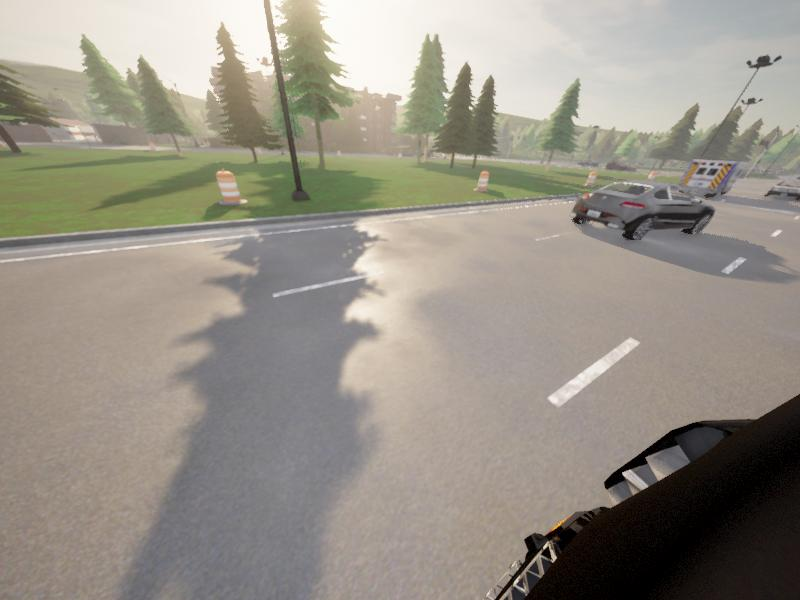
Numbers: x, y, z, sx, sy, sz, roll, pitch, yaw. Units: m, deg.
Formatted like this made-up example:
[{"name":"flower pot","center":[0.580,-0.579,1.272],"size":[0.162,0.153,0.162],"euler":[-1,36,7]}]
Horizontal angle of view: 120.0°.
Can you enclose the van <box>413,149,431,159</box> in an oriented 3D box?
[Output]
[{"name":"van","center":[5.912,-38.908,61.468],"size":[4.442,1.987,1.775],"euler":[-15,38,-26]}]

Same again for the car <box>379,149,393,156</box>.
[{"name":"car","center":[-3.994,-42.655,66.703],"size":[3.705,1.549,1.789],"euler":[-15,38,-26]}]

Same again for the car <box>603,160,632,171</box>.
[{"name":"car","center":[48.451,-29.981,51.586],"size":[1.905,1.878,3.866],"euler":[-15,38,-25]}]

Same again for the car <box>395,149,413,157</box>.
[{"name":"car","center":[1.151,-41.907,65.890],"size":[4.611,1.667,2.242],"euler":[-16,38,-26]}]

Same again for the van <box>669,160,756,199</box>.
[{"name":"van","center":[25.531,-9.922,18.889],"size":[6.366,2.431,2.351],"euler":[-16,38,-26]}]

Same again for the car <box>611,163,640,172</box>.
[{"name":"car","center":[51.666,-30.414,52.979],"size":[1.994,1.385,4.181],"euler":[-15,38,-25]}]

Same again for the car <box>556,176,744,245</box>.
[{"name":"car","center":[8.734,-3.330,8.268],"size":[5.027,1.651,2.152],"euler":[-9,35,-17]}]

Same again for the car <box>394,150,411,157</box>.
[{"name":"car","center":[0.694,-39.531,62.321],"size":[3.988,1.617,1.851],"euler":[-16,38,-26]}]

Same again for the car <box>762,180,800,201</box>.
[{"name":"car","center":[34.462,-9.726,20.360],"size":[4.718,1.301,1.895],"euler":[-16,38,-26]}]

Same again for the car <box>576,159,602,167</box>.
[{"name":"car","center":[55.084,-40.006,67.510],"size":[1.930,1.638,5.238],"euler":[-15,38,-25]}]
